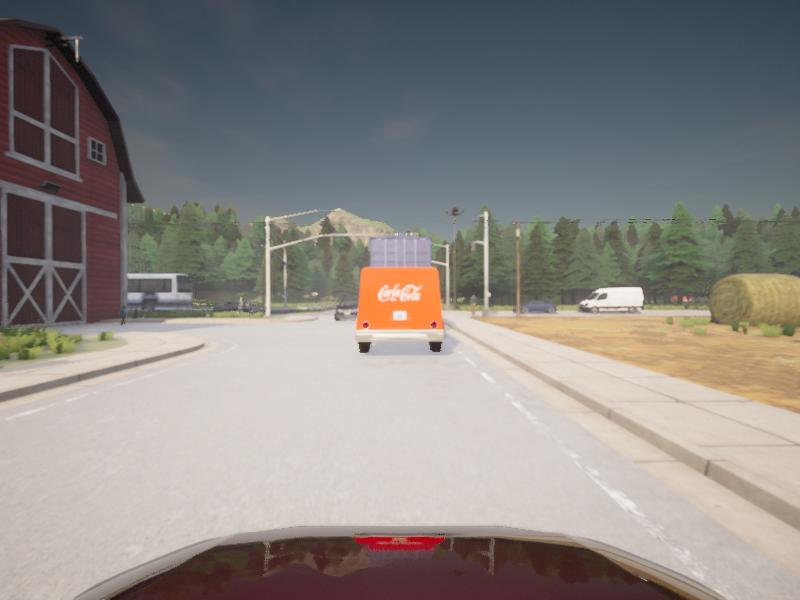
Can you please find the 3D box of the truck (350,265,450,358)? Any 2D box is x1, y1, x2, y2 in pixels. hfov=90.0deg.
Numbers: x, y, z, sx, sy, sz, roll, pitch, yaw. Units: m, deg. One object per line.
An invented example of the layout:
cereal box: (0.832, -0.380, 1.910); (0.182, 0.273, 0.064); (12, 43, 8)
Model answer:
truck: (0.005, 0.298, 13.233); (2.627, 2.467, 5.204); (0, 0, 0)

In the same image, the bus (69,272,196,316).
bus: (-26.997, -0.572, 40.859); (10.273, 4.253, 3.944); (0, 0, 0)

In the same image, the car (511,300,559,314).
car: (13.510, 0.687, 40.165); (4.181, 1.385, 1.994); (0, 0, 1)

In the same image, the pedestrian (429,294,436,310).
pedestrian: (3.902, 0.242, 48.338); (0.751, 1.860, 0.751); (0, 0, 8)

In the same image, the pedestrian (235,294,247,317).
pedestrian: (-13.003, 0.420, 32.743); (0.751, 1.860, 0.751); (0, 0, -4)

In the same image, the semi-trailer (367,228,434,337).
semi-trailer: (0.026, -0.730, 23.269); (2.717, 4.402, 14.254); (0, 0, 0)

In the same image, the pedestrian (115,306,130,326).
pedestrian: (-15.256, 0.868, 22.012); (0.500, 1.100, 0.500); (0, 0, 1)

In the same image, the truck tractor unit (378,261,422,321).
truck tractor unit: (0.019, -0.662, 31.183); (3.053, 4.208, 6.516); (0, 0, 0)

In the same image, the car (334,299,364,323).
car: (-3.546, 0.700, 28.263); (1.789, 1.549, 3.705); (0, 0, -2)

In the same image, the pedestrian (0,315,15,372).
pedestrian: (-8.119, 0.869, 7.926); (0.500, 1.100, 0.500); (0, 0, -2)

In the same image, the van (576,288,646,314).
van: (20.991, 0.069, 40.021); (5.915, 2.561, 1.988); (0, 0, 1)

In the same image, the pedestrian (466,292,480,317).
pedestrian: (5.412, 0.328, 29.557); (0.751, 1.860, 0.751); (0, 0, -19)

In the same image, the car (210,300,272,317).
car: (-14.746, 0.758, 37.217); (4.902, 1.511, 2.128); (0, 0, 1)
